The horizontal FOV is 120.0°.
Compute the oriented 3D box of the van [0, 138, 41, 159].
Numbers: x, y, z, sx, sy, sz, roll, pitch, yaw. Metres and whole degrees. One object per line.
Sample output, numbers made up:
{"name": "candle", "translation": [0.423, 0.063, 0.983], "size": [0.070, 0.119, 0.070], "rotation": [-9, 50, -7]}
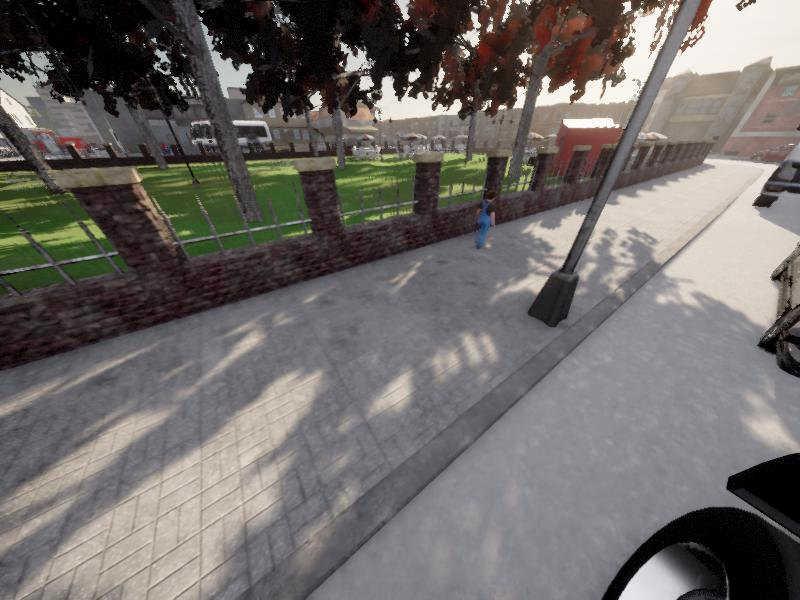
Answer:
{"name": "van", "translation": [-57.634, -22.469, 34.107], "size": [2.351, 2.431, 6.366], "rotation": [-20, 40, -26]}

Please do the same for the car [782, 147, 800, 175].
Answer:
{"name": "car", "translation": [29.277, -9.902, 16.072], "size": [3.866, 1.878, 1.905], "rotation": [-28, 43, -31]}

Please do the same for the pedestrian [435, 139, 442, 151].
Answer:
{"name": "pedestrian", "translation": [7.042, -28.692, 42.683], "size": [0.751, 1.860, 0.751], "rotation": [-21, 40, -26]}

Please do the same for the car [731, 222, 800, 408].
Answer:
{"name": "car", "translation": [6.561, -0.124, 2.828], "size": [5.357, 1.411, 2.033], "rotation": [-23, 41, -28]}

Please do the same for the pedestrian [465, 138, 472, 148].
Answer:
{"name": "pedestrian", "translation": [15.249, -34.825, 51.331], "size": [0.751, 1.860, 0.751], "rotation": [-19, 39, -25]}

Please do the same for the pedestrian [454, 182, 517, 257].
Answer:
{"name": "pedestrian", "translation": [1.806, -1.764, 5.043], "size": [0.751, 1.300, 0.751], "rotation": [-24, 41, -29]}

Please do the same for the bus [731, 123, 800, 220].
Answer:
{"name": "bus", "translation": [17.556, -5.780, 8.278], "size": [10.273, 4.253, 3.944], "rotation": [-21, 40, -27]}

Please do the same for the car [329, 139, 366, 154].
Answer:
{"name": "car", "translation": [-8.819, -25.986, 39.046], "size": [5.566, 2.045, 2.150], "rotation": [-24, 42, -30]}

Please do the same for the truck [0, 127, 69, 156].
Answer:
{"name": "truck", "translation": [-63.897, -28.002, 40.789], "size": [2.891, 3.827, 8.468], "rotation": [-21, 40, -27]}

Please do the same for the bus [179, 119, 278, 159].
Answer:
{"name": "bus", "translation": [-24.316, -23.386, 33.564], "size": [10.273, 4.253, 3.944], "rotation": [-22, 40, -27]}

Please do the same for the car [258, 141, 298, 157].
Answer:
{"name": "car", "translation": [-17.891, -22.320, 34.071], "size": [4.605, 1.855, 1.932], "rotation": [-24, 41, -28]}

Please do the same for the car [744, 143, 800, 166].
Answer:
{"name": "car", "translation": [36.106, -13.578, 21.489], "size": [1.851, 1.617, 3.988], "rotation": [-2, 35, -3]}

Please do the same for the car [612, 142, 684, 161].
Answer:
{"name": "car", "translation": [28.489, -17.307, 26.802], "size": [1.930, 1.638, 5.238], "rotation": [-21, 40, -27]}

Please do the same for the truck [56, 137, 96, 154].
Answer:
{"name": "truck", "translation": [-61.534, -29.494, 44.055], "size": [2.627, 2.467, 5.204], "rotation": [-22, 41, -28]}

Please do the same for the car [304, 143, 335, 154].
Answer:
{"name": "car", "translation": [-14.007, -26.548, 40.405], "size": [4.674, 1.442, 1.812], "rotation": [-21, 40, -27]}

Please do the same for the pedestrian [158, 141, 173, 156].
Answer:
{"name": "pedestrian", "translation": [-33.922, -21.911, 33.403], "size": [0.751, 1.860, 0.751], "rotation": [25, 42, 31]}

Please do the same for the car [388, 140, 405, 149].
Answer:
{"name": "car", "translation": [-0.930, -41.296, 61.298], "size": [2.097, 1.767, 4.553], "rotation": [-22, 41, -28]}

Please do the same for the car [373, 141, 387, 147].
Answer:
{"name": "car", "translation": [-6.258, -49.578, 73.301], "size": [2.242, 1.667, 4.611], "rotation": [-22, 41, -28]}

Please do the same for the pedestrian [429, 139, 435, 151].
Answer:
{"name": "pedestrian", "translation": [5.857, -28.418, 42.304], "size": [0.751, 1.860, 0.751], "rotation": [-19, 39, -25]}
